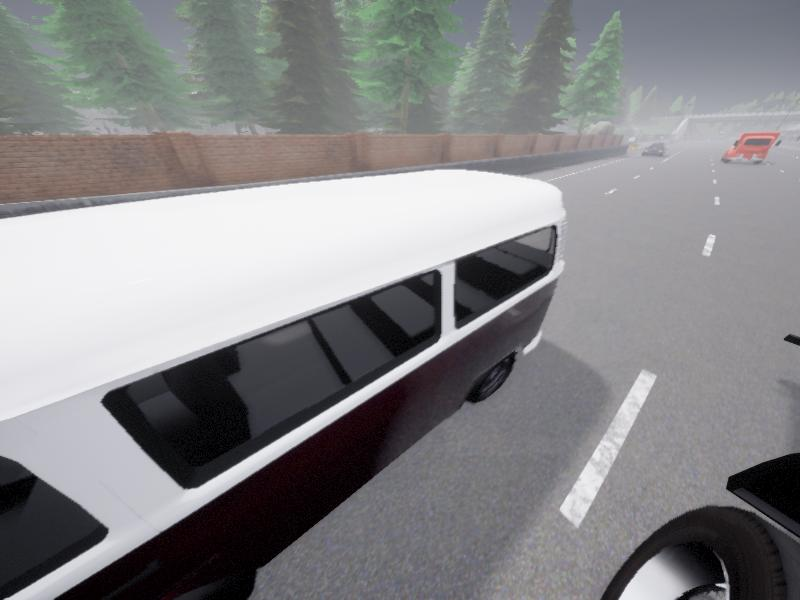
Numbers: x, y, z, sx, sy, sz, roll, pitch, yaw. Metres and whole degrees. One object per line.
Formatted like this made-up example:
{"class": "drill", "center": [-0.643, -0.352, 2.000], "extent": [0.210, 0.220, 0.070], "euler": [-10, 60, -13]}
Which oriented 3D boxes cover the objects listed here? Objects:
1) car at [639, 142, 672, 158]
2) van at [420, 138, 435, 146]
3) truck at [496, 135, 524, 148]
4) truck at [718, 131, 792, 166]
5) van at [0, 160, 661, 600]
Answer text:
{"class": "car", "center": [33.176, -19.470, 29.959], "extent": [4.974, 1.542, 2.038], "euler": [-28, 43, -33]}
{"class": "van", "center": [8.289, -48.208, 70.541], "extent": [1.775, 1.987, 4.442], "euler": [-28, 43, -33]}
{"class": "truck", "center": [27.205, -39.486, 57.437], "extent": [2.627, 2.467, 5.204], "euler": [-27, 43, -33]}
{"class": "truck", "center": [32.806, -14.221, 21.666], "extent": [5.204, 2.467, 2.627], "euler": [-28, 43, -34]}
{"class": "van", "center": [-0.605, 0.261, 1.802], "extent": [4.480, 2.038, 2.069], "euler": [-22, 41, -29]}
